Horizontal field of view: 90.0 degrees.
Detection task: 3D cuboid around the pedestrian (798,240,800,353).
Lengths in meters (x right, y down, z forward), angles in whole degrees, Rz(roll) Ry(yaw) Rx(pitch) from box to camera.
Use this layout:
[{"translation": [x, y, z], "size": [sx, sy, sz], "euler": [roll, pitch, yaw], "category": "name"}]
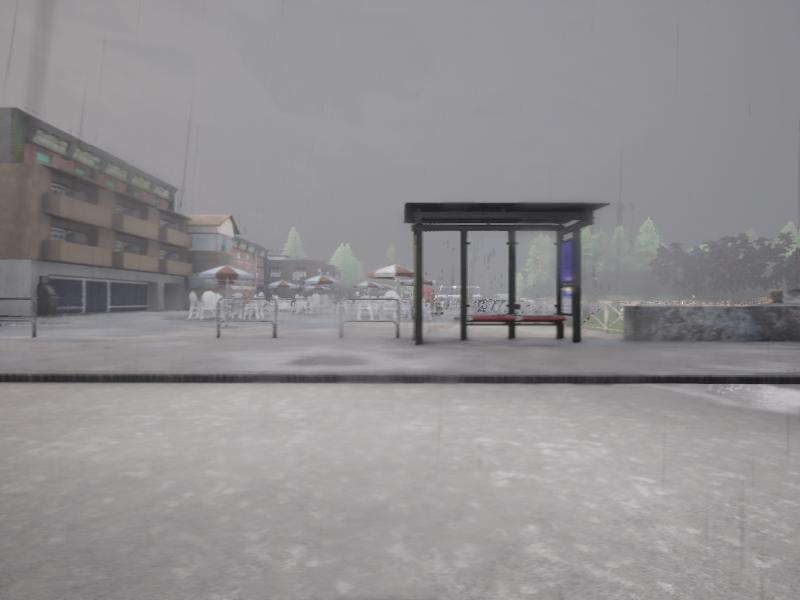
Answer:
[{"translation": [6.979, -0.055, 6.270], "size": [0.751, 1.860, 0.751], "euler": [0, 0, -6], "category": "pedestrian"}]
